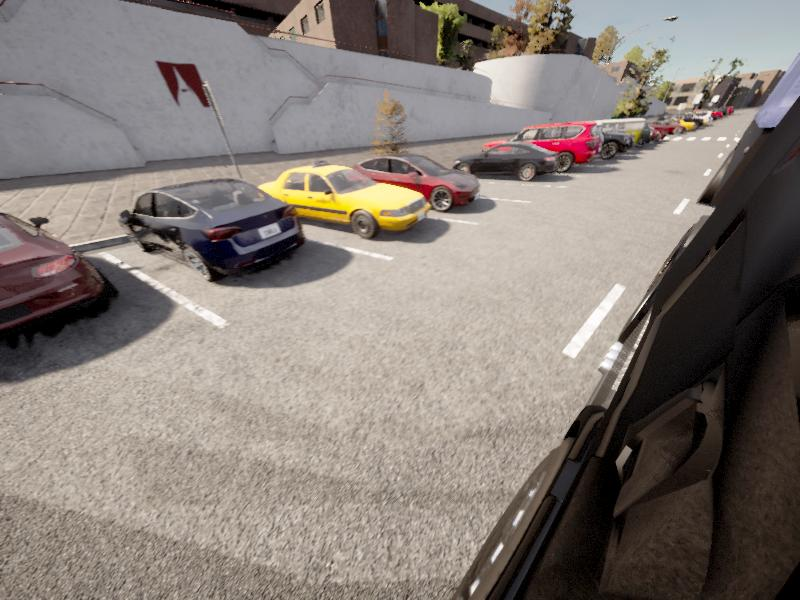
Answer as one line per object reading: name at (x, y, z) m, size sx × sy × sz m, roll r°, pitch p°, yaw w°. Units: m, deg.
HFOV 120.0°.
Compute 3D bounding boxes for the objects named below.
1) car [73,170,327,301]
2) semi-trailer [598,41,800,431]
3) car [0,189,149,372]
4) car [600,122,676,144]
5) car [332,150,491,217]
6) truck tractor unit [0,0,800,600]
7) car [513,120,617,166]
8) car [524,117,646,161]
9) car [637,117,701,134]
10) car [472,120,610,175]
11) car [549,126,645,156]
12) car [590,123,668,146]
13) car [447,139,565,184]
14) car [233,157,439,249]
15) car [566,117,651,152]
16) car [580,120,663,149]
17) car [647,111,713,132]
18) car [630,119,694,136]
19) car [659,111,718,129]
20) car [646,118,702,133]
car at (-4.311, -1.793, 5.073) m, size 4.792 × 1.488 × 2.163 m, roll 17°, pitch 41°, yaw 25°
semi-trailer at (8.698, -3.605, 4.230) m, size 14.254 × 4.402 × 2.717 m, roll -28°, pitch 44°, yaw -30°
car at (-6.566, -0.570, 3.570) m, size 4.674 × 1.452 × 2.002 m, roll 17°, pitch 41°, yaw 25°
car at (23.152, -16.489, 22.833) m, size 4.792 × 1.488 × 2.163 m, roll 17°, pitch 41°, yaw 25°
car at (0.312, -4.210, 8.031) m, size 4.792 × 1.488 × 2.163 m, roll 17°, pitch 40°, yaw 25°
truck tractor unit at (2.645, -0.295, 0.351) m, size 6.516 × 4.208 × 3.053 m, roll -28°, pitch 44°, yaw -30°
car at (9.510, -9.291, 13.772) m, size 4.442 × 1.987 × 1.878 m, roll 17°, pitch 41°, yaw 25°
car at (11.714, -10.563, 15.272) m, size 5.566 × 2.045 × 2.435 m, roll 17°, pitch 41°, yaw 25°
car at (36.739, -23.987, 31.815) m, size 5.366 × 1.575 × 1.946 m, roll 17°, pitch 41°, yaw 25°
car at (7.095, -8.116, 12.334) m, size 5.566 × 2.045 × 2.435 m, roll 17°, pitch 41°, yaw 25°
car at (13.985, -11.591, 16.903) m, size 4.892 × 1.521 × 2.231 m, roll 17°, pitch 41°, yaw 25°
car at (20.830, -15.246, 21.358) m, size 4.674 × 1.452 × 2.002 m, roll 17°, pitch 41°, yaw 25°
car at (4.855, -6.650, 11.014) m, size 4.674 × 1.452 × 2.002 m, roll 17°, pitch 41°, yaw 25°
car at (-1.837, -2.982, 6.459) m, size 5.366 × 1.575 × 1.946 m, roll 17°, pitch 40°, yaw 25°
car at (16.149, -13.034, 18.297) m, size 4.442 × 1.987 × 1.878 m, roll 17°, pitch 41°, yaw 25°
car at (18.565, -14.144, 19.772) m, size 4.553 × 1.767 × 2.185 m, roll 17°, pitch 41°, yaw 25°
car at (41.513, -26.621, 34.551) m, size 5.566 × 2.045 × 2.435 m, roll 17°, pitch 41°, yaw 25°
car at (32.336, -21.434, 28.778) m, size 4.792 × 1.488 × 2.163 m, roll 17°, pitch 41°, yaw 25°
car at (48.347, -30.391, 38.994) m, size 5.566 × 2.045 × 2.435 m, roll 17°, pitch 42°, yaw 25°
car at (39.199, -25.152, 33.252) m, size 4.674 × 1.452 × 2.002 m, roll 17°, pitch 41°, yaw 25°
